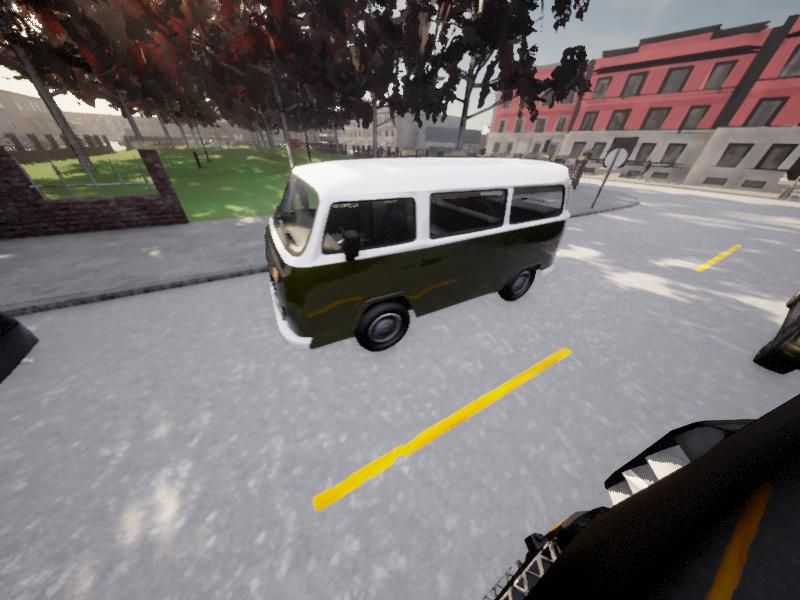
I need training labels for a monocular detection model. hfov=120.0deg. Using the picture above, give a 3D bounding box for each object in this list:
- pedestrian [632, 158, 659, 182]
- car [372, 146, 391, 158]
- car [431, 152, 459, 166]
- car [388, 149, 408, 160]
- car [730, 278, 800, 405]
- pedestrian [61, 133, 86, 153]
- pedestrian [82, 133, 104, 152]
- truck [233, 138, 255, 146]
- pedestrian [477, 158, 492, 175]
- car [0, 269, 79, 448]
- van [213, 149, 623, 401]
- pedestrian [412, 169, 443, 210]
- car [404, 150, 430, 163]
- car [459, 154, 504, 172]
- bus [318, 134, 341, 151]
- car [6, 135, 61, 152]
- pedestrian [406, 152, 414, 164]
[{"bbox_3d":[22.525,-11.955,21.229,0.751,1.860,0.751,-16,38,-25],"label":"pedestrian"},{"bbox_3d":[-3.849,-30.044,46.773,1.932,1.855,4.605,-16,38,-25],"label":"car"},{"bbox_3d":[6.213,-19.746,32.331,1.789,1.549,3.705,-16,38,-25],"label":"car"},{"bbox_3d":[-0.412,-26.399,41.912,1.970,1.475,3.806,-16,38,-25],"label":"car"},{"bbox_3d":[6.237,0.168,2.557,3.988,1.617,1.851,-16,38,-25],"label":"car"},{"bbox_3d":[-36.195,-17.401,25.632,0.751,1.860,0.751,-23,41,-32],"label":"pedestrian"},{"bbox_3d":[-37.652,-19.282,28.347,0.751,1.860,0.751,-16,38,-26],"label":"pedestrian"},{"bbox_3d":[-57.156,-58.005,84.934,6.274,2.098,2.390,-16,38,-25],"label":"truck"},{"bbox_3d":[7.973,-12.557,21.709,0.751,1.300,0.751,-20,40,-29],"label":"pedestrian"},{"bbox_3d":[-4.938,0.842,0.910,3.633,1.501,1.845,-16,38,-25],"label":"car"},{"bbox_3d":[0.470,-0.915,3.417,4.480,2.038,2.069,-16,38,-25],"label":"van"},{"bbox_3d":[1.032,-4.253,8.873,0.751,1.300,0.751,-16,38,-26],"label":"pedestrian"},{"bbox_3d":[2.663,-23.319,37.463,2.007,1.525,4.514,-16,38,-25],"label":"car"},{"bbox_3d":[9.535,-16.365,27.549,1.837,1.490,4.892,-17,38,-26],"label":"car"},{"bbox_3d":[-22.610,-50.098,73.383,3.944,4.253,10.273,-16,38,-25],"label":"bus"},{"bbox_3d":[-43.043,-18.437,27.268,1.845,1.501,3.633,-16,38,-25],"label":"car"},{"bbox_3d":[1.328,-19.261,31.294,0.751,1.300,0.751,-16,38,-26],"label":"pedestrian"}]
